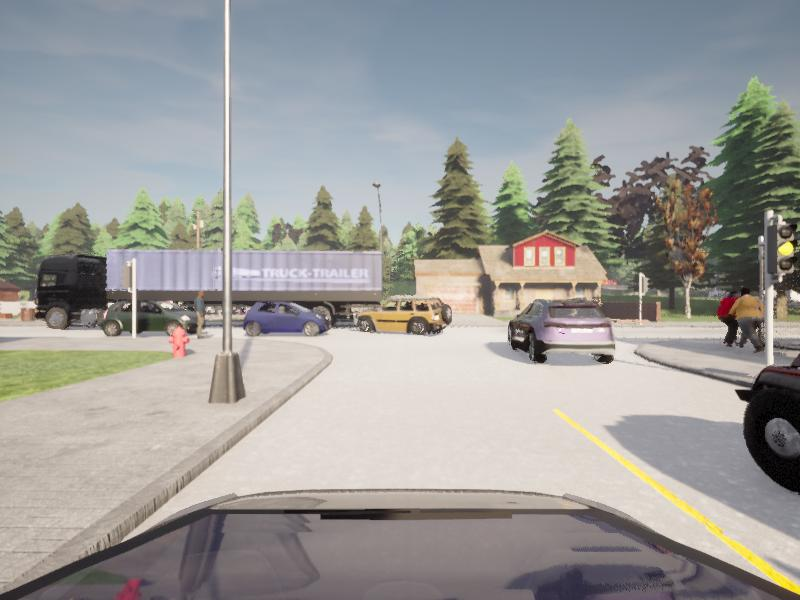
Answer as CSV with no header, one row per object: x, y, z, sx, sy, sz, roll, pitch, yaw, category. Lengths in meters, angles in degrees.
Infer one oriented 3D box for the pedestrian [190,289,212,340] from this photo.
-7.594,0.539,15.250,0.751,1.860,0.751,0,0,-28,pedestrian

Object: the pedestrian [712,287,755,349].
10.351,0.529,12.433,0.751,1.860,0.751,0,0,-21,pedestrian

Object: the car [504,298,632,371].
4.437,0.782,11.542,2.033,1.649,4.856,0,0,5,car

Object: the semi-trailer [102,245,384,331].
-8.044,-0.623,21.913,14.254,4.402,2.717,0,-1,-1,semi-trailer

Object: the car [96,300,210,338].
-10.951,0.794,17.946,3.988,1.617,1.851,0,0,1,car

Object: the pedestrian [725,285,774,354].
9.816,0.529,11.269,0.751,1.860,0.751,0,0,4,pedestrian

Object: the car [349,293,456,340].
0.085,0.711,18.945,4.605,1.855,1.932,-1,6,30,car

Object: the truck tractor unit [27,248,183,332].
-15.943,-0.513,21.922,6.516,4.208,3.053,0,0,6,truck tractor unit

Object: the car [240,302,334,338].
-4.939,0.832,17.816,3.633,1.501,1.845,0,0,1,car

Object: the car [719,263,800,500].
4.094,0.647,2.034,1.905,1.878,3.866,0,0,1,car
